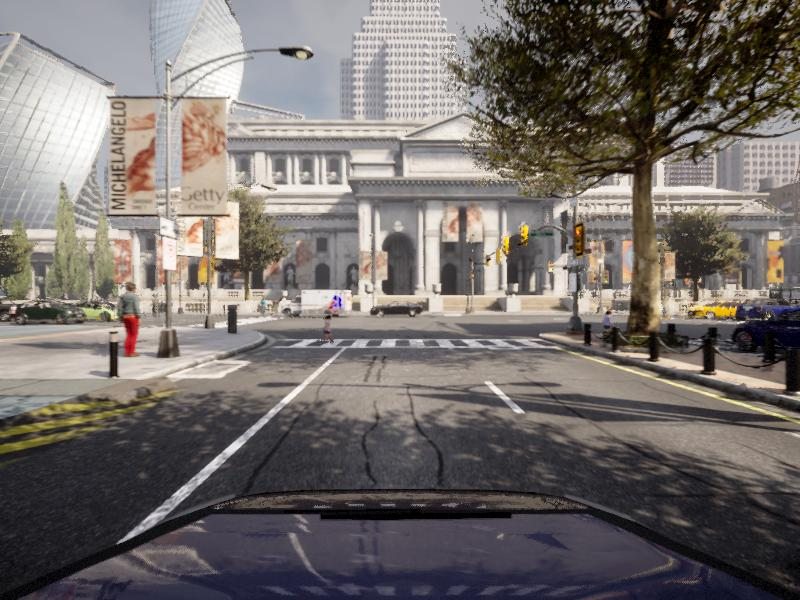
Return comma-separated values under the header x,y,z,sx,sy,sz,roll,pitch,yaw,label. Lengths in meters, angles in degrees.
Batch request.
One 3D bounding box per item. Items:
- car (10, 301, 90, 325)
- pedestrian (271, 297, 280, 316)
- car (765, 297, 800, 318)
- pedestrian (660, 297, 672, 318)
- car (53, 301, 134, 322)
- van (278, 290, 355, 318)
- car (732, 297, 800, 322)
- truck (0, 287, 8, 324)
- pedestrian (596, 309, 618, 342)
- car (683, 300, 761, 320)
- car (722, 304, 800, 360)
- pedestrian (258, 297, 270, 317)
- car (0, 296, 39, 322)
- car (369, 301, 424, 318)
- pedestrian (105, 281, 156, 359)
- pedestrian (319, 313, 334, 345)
x,y,z,sx,sy,sz,roll,pitch,yaw,label
-22.859,0.814,26.242,3.705,1.549,1.789,0,0,0,car
-12.624,0.634,40.617,0.751,1.860,0.751,0,0,-3,pedestrian
36.794,0.652,36.785,4.605,1.855,1.932,0,0,0,car
23.849,0.636,35.928,0.751,1.860,0.751,0,0,21,pedestrian
-22.696,0.827,29.752,4.514,1.525,2.007,0,0,0,car
-7.541,0.377,36.449,6.366,2.431,2.351,0,0,8,van
27.601,0.694,29.586,4.553,1.767,2.097,0,0,-7,car
-29.587,0.356,26.198,5.204,2.467,2.627,0,0,-1,truck
7.216,0.872,13.934,0.500,1.100,0.500,0,0,-3,pedestrian
26.715,0.822,33.289,5.008,1.535,1.882,-1,0,0,car
11.427,0.869,10.699,1.812,1.442,4.674,0,0,0,car
-12.470,0.636,36.614,0.751,1.860,0.751,0,0,18,pedestrian
-29.955,0.651,29.702,4.605,1.855,1.932,0,0,-1,car
-0.305,0.835,36.773,4.902,1.511,2.128,0,0,0,car
-6.726,0.485,10.021,0.751,1.860,0.751,0,0,11,pedestrian
-2.596,1.017,14.126,0.500,1.100,0.500,0,0,-5,pedestrian
